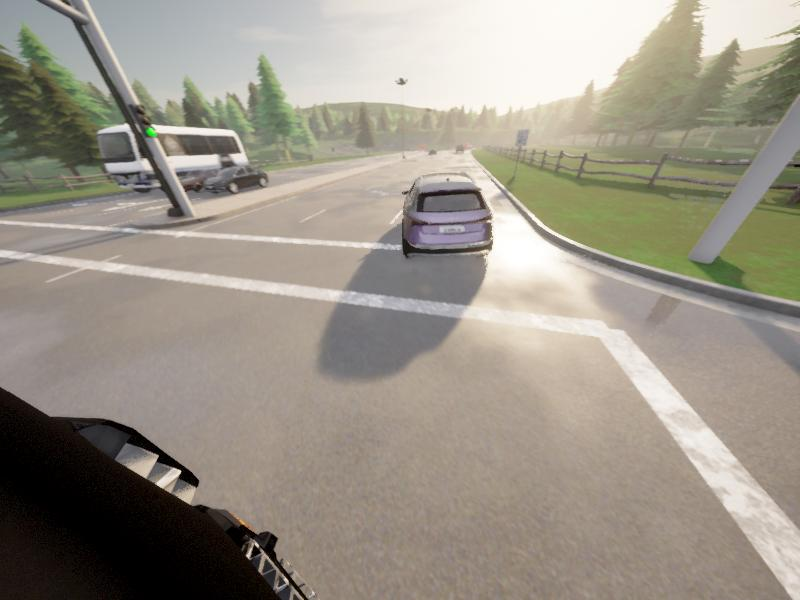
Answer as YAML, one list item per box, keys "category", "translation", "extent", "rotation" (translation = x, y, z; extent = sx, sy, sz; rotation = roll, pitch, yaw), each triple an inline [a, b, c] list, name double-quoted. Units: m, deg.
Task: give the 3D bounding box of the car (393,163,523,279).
- category: "car"
  translation: [1.075, -2.480, 6.150]
  extent: [2.033, 1.649, 4.856]
  rotation: [-1, 33, 4]

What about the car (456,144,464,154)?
- category: "car"
  translation: [17.165, -43.196, 66.003]
  extent: [2.150, 2.045, 5.566]
  rotation: [6, 34, 12]

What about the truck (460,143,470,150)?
- category: "truck"
  translation: [26.835, -63.169, 95.023]
  extent: [2.627, 2.467, 5.204]
  rotation: [11, 36, 20]

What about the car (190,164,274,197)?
- category: "car"
  translation: [-11.653, -8.690, 16.581]
  extent: [1.837, 1.490, 4.892]
  rotation: [5, 34, 11]

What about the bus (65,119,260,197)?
- category: "bus"
  translation: [-17.866, -11.903, 19.391]
  extent: [3.944, 4.253, 10.273]
  rotation: [5, 34, 11]

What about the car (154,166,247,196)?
- category: "car"
  translation: [-14.933, -9.304, 17.841]
  extent: [2.033, 1.411, 5.357]
  rotation: [5, 34, 11]

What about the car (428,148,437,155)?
- category: "car"
  translation: [8.998, -40.401, 62.878]
  extent: [1.837, 1.490, 4.892]
  rotation: [6, 34, 12]
